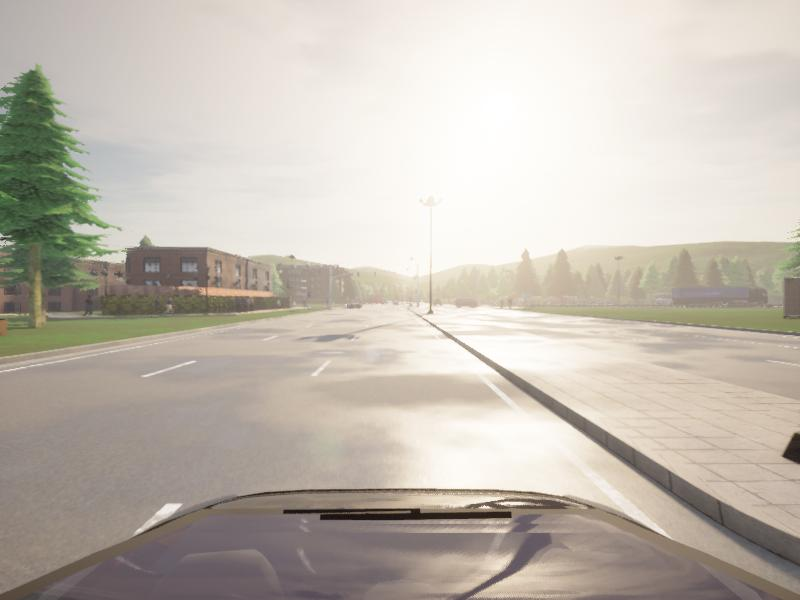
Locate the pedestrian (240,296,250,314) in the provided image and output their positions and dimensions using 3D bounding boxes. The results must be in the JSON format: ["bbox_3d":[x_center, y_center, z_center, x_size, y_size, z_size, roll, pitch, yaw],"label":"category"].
[{"bbox_3d":[-16.222,0.486,41.886,0.751,1.860,0.751,0,0,1],"label":"pedestrian"}]

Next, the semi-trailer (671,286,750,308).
[{"bbox_3d":[63.842,-0.621,82.422,14.254,4.402,2.717,0,0,-1],"label":"semi-trailer"}]

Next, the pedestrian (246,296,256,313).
[{"bbox_3d":[-16.241,0.486,43.578,0.751,1.860,0.751,0,0,-2],"label":"pedestrian"}]

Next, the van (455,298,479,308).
[{"bbox_3d":[13.610,0.600,81.333,4.442,1.987,1.775,0,0,-1],"label":"van"}]

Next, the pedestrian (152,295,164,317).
[{"bbox_3d":[-20.454,0.486,33.804,0.751,1.860,0.751,0,0,-45],"label":"pedestrian"}]

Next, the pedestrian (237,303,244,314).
[{"bbox_3d":[-16.223,0.866,40.605,0.500,1.100,0.500,0,0,-2],"label":"pedestrian"}]

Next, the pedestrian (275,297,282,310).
[{"bbox_3d":[-16.583,0.487,54.440,0.751,1.860,0.751,0,0,-1],"label":"pedestrian"}]

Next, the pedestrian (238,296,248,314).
[{"bbox_3d":[-16.165,0.486,41.222,0.751,1.860,0.751,0,0,6],"label":"pedestrian"}]

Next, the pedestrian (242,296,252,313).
[{"bbox_3d":[-16.279,0.486,42.508,0.751,1.860,0.751,0,0,6],"label":"pedestrian"}]

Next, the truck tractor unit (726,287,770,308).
[{"bbox_3d":[71.759,-0.526,82.590,6.516,4.208,3.053,0,0,-1],"label":"truck tractor unit"}]

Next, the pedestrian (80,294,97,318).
[{"bbox_3d":[-24.680,0.486,31.681,0.751,1.860,0.751,0,0,9],"label":"pedestrian"}]

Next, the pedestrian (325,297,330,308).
[{"bbox_3d":[-12.595,0.456,69.566,0.751,1.860,0.751,0,0,-1],"label":"pedestrian"}]

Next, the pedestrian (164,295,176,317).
[{"bbox_3d":[-19.811,0.486,34.424,0.751,1.860,0.751,0,0,-43],"label":"pedestrian"}]

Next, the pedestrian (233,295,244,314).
[{"bbox_3d":[-16.093,0.486,39.774,0.751,1.860,0.751,0,0,9],"label":"pedestrian"}]
